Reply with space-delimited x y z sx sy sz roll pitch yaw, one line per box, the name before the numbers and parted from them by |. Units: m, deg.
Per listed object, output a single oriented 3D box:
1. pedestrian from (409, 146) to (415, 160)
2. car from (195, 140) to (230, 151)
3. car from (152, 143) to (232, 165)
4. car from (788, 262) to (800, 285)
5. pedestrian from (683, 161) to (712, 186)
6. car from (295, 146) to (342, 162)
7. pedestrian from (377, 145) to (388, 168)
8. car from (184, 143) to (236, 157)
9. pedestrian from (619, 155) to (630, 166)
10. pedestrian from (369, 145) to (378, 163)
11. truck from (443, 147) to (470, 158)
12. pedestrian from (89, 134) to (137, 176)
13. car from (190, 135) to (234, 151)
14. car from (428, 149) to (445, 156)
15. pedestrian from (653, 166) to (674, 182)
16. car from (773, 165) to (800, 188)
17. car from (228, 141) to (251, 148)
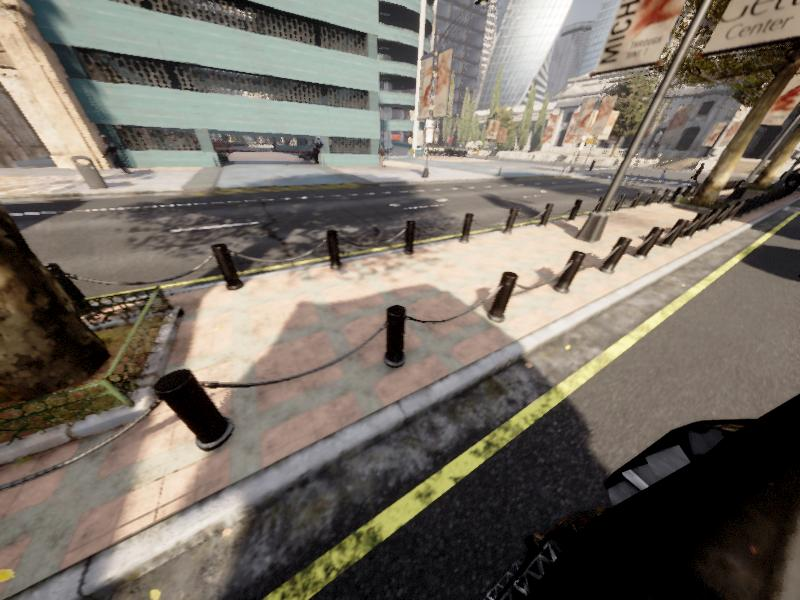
pedestrian | 1.976 -24.129 37.909 0.751 1.860 0.751 14 36 17
car | -33.257 -27.548 41.246 4.514 1.523 2.007 -16 38 -26
car | -17.762 -12.705 20.132 4.786 1.482 2.161 -16 38 -26
car | 10.431 -1.066 4.713 3.705 1.549 1.789 -16 38 -26
pedestrian | 26.660 -11.359 20.751 0.751 1.860 0.751 -21 40 -30
car | -9.802 -17.732 28.050 4.902 1.511 2.128 -16 38 -26
pedestrian | -1.782 -14.321 23.070 0.751 1.860 0.751 -26 43 -35
car | -23.218 -18.539 28.556 4.718 1.301 1.895 -16 38 -26
pedestrian | 44.479 -27.609 45.803 0.751 1.860 0.751 -17 38 -26
pedestrian | -3.216 -17.504 27.716 0.751 1.860 0.751 18 37 22
truck | 14.256 -37.474 58.654 2.390 2.098 6.274 -24 42 -33
pedestrian | -15.615 -7.912 12.647 0.751 1.860 0.751 -13 37 -22
car | -33.192 -27.888 41.053 5.566 2.045 2.435 -16 38 -26
car | 10.394 -41.895 65.625 4.181 1.385 1.994 26 40 30
pedestrian | 26.257 -12.571 23.032 0.751 1.300 0.751 -16 38 -25
car | 40.570 -11.693 22.165 1.932 1.855 4.605 -16 38 -25
car | -42.173 -40.787 60.694 4.718 1.301 1.895 -16 38 -26
